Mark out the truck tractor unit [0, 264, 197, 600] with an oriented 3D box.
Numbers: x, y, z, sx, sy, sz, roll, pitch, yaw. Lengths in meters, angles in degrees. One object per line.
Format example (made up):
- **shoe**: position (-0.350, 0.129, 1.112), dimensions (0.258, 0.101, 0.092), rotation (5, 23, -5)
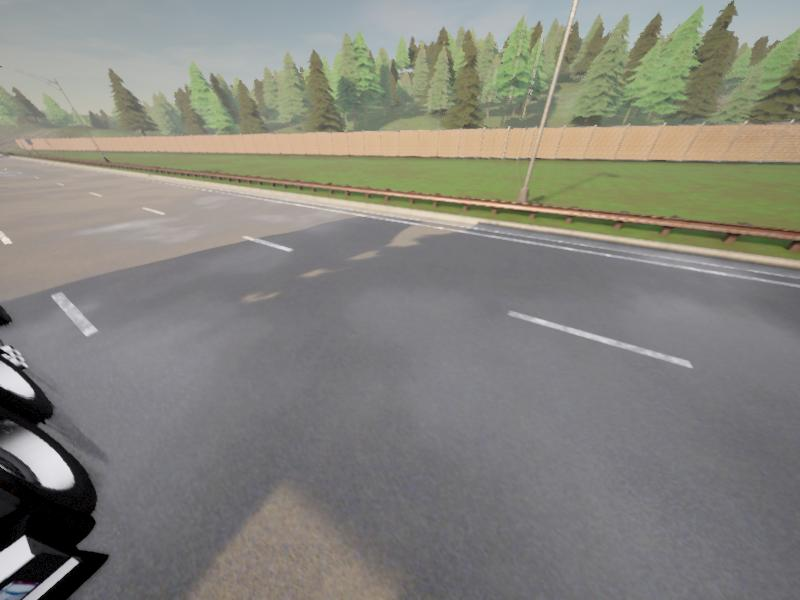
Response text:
- **truck tractor unit**: position (-5.122, -0.286, 0.784), dimensions (6.516, 4.208, 3.053), rotation (18, 39, 24)
